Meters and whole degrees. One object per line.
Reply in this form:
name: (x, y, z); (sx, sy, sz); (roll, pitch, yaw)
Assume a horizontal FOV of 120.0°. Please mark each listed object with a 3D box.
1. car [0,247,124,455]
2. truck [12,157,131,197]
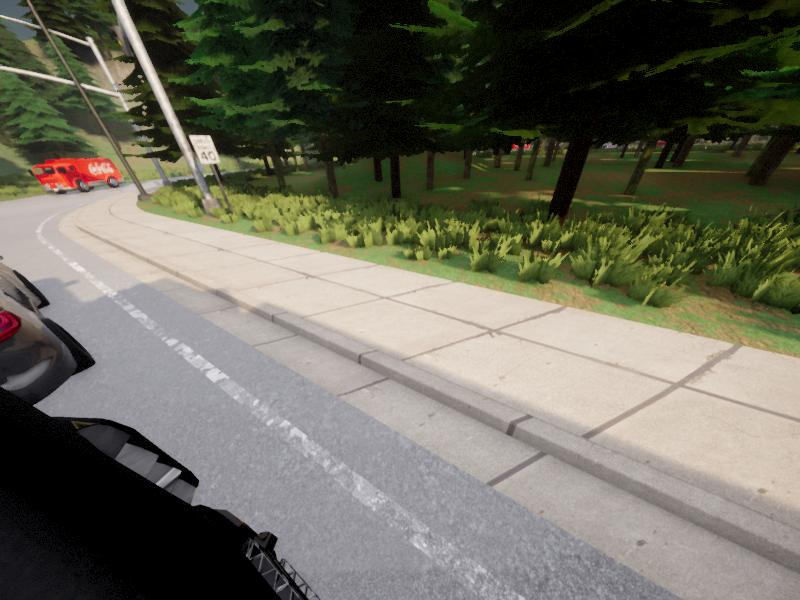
car: (-5.792, 0.281, 2.435); (4.611, 1.667, 2.242); (16, 38, 26)
truck: (-27.894, -10.868, 20.140); (2.627, 2.467, 5.204); (-7, 34, -6)
